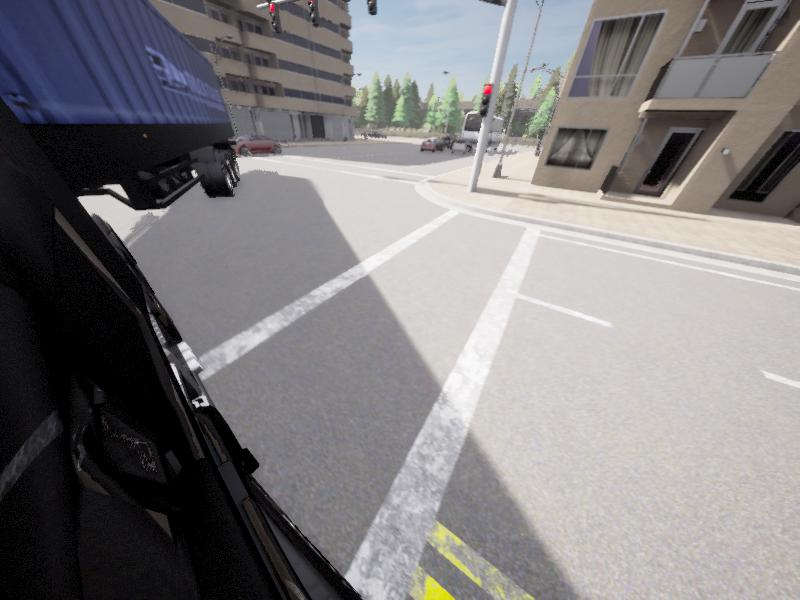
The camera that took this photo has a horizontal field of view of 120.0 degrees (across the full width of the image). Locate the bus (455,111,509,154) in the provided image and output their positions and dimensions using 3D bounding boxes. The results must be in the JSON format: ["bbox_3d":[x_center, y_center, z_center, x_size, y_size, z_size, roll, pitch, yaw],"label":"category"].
[{"bbox_3d":[11.838,-23.671,32.833,3.944,4.253,10.273,22,40,23],"label":"bus"}]

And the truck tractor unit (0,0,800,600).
[{"bbox_3d":[-2.645,-0.295,0.351,6.516,4.208,3.053,28,44,30],"label":"truck tractor unit"}]

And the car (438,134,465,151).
[{"bbox_3d":[7.326,-22.365,32.754,1.932,1.855,4.605,22,40,23],"label":"car"}]

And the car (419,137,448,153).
[{"bbox_3d":[4.187,-19.245,28.670,1.970,1.475,3.806,22,40,23],"label":"car"}]

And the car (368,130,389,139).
[{"bbox_3d":[-5.115,-39.418,55.100,4.892,1.490,1.837,22,41,23],"label":"car"}]

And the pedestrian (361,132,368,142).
[{"bbox_3d":[-5.896,-27.348,38.747,0.751,1.300,0.751,22,41,24],"label":"pedestrian"}]

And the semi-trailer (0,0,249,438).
[{"bbox_3d":[-6.528,-4.513,5.586,2.717,4.402,14.254,-14,40,-20],"label":"semi-trailer"}]

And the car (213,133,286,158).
[{"bbox_3d":[-11.660,-12.221,18.200,1.994,1.385,4.181,22,40,23],"label":"car"}]

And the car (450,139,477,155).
[{"bbox_3d":[7.719,-18.587,27.981,1.845,1.501,3.633,22,40,23],"label":"car"}]
